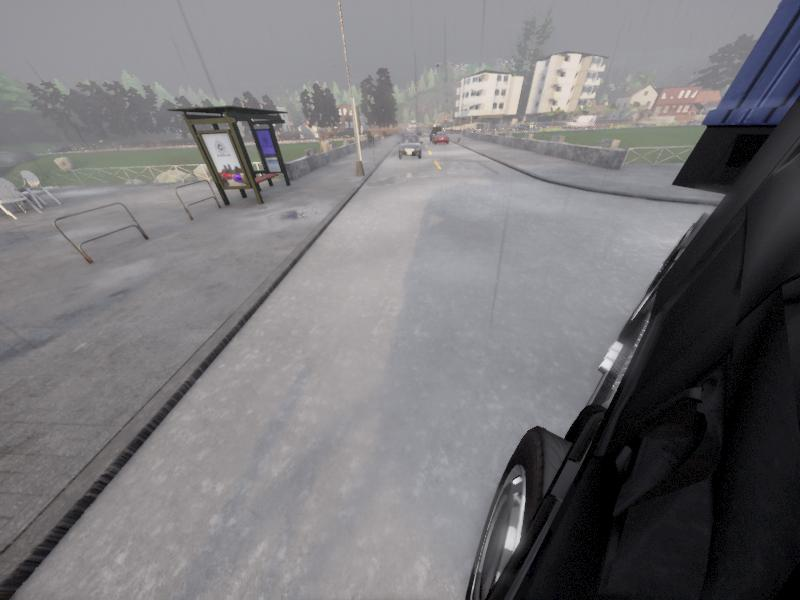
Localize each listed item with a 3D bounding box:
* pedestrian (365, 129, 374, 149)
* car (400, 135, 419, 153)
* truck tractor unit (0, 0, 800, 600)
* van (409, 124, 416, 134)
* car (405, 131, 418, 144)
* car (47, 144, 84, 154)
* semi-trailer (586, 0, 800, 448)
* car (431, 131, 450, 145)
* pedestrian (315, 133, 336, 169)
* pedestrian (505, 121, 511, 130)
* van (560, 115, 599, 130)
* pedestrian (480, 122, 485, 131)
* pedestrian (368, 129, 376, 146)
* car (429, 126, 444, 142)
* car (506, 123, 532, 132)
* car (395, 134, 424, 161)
[{"bbox_3d":[-3.573,-18.988,27.310,0.751,1.860,0.751,3,37,8],"label":"pedestrian"},{"bbox_3d":[1.126,-17.142,25.246,1.895,1.301,4.718,0,37,4],"label":"car"},{"bbox_3d":[2.645,-0.295,0.351,6.516,4.208,3.053,-28,44,-30],"label":"truck tractor unit"},{"bbox_3d":[3.988,-53.964,72.993,2.351,2.431,6.366,0,37,4],"label":"van"},{"bbox_3d":[1.744,-25.067,35.559,1.837,1.490,4.892,0,37,3],"label":"car"},{"bbox_3d":[-83.503,-37.857,57.797,2.033,1.649,4.856,0,37,3],"label":"car"},{"bbox_3d":[9.983,-2.038,2.038,14.254,4.402,2.717,-9,38,-8],"label":"semi-trailer"},{"bbox_3d":[5.548,-22.362,31.834,1.994,1.385,4.181,-1,37,2],"label":"car"},{"bbox_3d":[-4.760,-9.555,14.866,0.751,1.860,0.751,0,37,4],"label":"pedestrian"},{"bbox_3d":[27.985,-45.137,59.825,0.751,1.860,0.751,0,37,3],"label":"pedestrian"},{"bbox_3d":[41.902,-41.567,54.140,6.366,2.431,2.351,0,37,3],"label":"van"},{"bbox_3d":[21.570,-45.078,60.157,0.751,1.860,0.751,-2,37,1],"label":"pedestrian"},{"bbox_3d":[-3.779,-21.931,31.228,0.751,1.860,0.751,0,37,4],"label":"pedestrian"},{"bbox_3d":[5.862,-26.875,37.368,1.905,1.878,3.866,0,37,4],"label":"car"},{"bbox_3d":[28.389,-41.178,55.253,4.892,1.490,1.837,0,37,4],"label":"car"},{"bbox_3d":[0.885,-13.043,19.643,2.128,1.511,4.902,1,37,4],"label":"car"}]
